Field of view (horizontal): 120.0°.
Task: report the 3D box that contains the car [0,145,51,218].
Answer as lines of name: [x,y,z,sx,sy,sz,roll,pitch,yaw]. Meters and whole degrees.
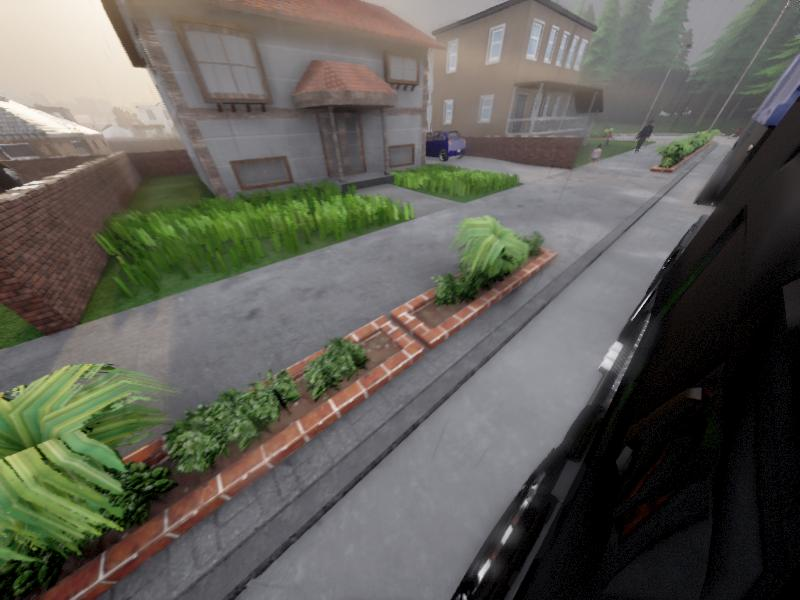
car: [-13.697,-3.133,6.350,3.866,1.878,1.905,-28,44,-30]

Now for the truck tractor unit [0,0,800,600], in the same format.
truck tractor unit: [2.645,-0.295,0.351,6.516,4.208,3.053,-28,44,-30]

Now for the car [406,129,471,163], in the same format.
car: [2.251,-9.715,14.503,1.845,1.501,3.633,-28,44,-30]

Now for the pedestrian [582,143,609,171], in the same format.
pedestrian: [9.353,-6.851,11.069,0.500,1.100,0.500,-27,44,-29]

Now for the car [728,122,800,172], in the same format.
car: [18.789,-7.815,11.621,5.238,1.638,1.930,-28,44,-30]

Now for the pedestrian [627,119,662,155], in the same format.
pedestrian: [16.121,-10.769,15.273,0.751,1.860,0.751,-28,44,-30]

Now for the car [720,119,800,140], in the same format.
car: [35.747,-16.796,22.764,2.163,1.488,4.792,2,37,5]

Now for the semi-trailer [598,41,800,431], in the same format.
semi-trailer: [8.686,-3.601,4.259,14.254,4.402,2.717,-28,44,-30]
